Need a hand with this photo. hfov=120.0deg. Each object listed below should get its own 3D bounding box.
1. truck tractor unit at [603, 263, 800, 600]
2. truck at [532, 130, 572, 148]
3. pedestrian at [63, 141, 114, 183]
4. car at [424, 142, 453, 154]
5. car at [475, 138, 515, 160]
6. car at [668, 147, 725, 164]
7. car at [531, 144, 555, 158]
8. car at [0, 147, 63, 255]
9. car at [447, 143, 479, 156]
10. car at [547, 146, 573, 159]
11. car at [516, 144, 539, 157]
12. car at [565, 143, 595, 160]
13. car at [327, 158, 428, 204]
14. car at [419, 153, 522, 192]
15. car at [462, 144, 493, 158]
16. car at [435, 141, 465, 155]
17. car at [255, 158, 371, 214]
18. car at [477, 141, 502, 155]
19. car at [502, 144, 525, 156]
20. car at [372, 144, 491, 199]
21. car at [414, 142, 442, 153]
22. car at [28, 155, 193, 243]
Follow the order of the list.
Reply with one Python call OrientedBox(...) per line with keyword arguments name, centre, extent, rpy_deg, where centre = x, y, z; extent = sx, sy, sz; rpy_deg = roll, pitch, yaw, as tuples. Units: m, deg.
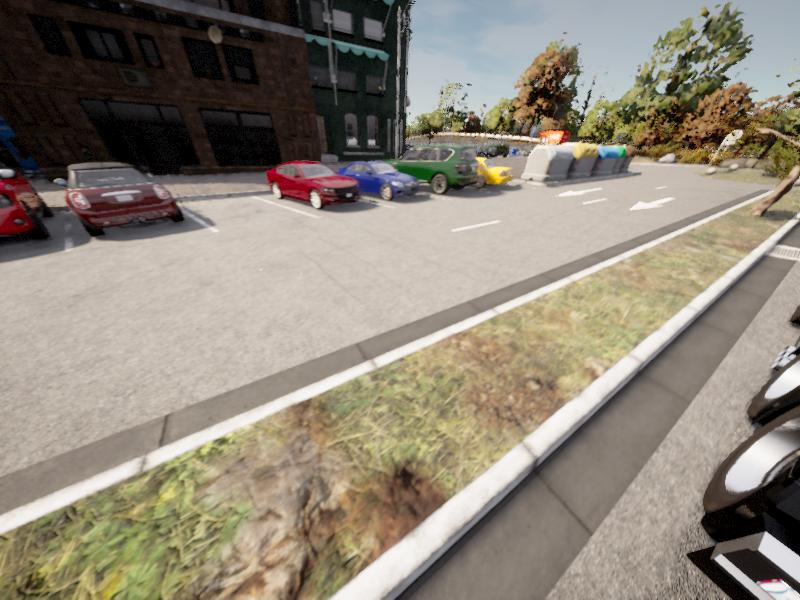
OrientedBox(name="truck tractor unit", centre=(5.107, -0.303, 0.794), extent=(6.516, 4.208, 3.053), rpy_deg=(-18, 38, -24))
OrientedBox(name="truck", centre=(28.802, -30.683, 44.061), extent=(2.627, 2.467, 5.204), rpy_deg=(-16, 41, -25))
OrientedBox(name="pedestrian", centre=(-16.639, -7.415, 12.422), extent=(0.751, 1.860, 0.751), rpy_deg=(-19, 39, -28))
OrientedBox(name="car", centre=(6.406, -24.898, 37.900), extent=(1.946, 1.575, 5.366), rpy_deg=(26, 42, 32))
OrientedBox(name="car", centre=(12.060, -19.089, 29.153), extent=(2.435, 2.045, 5.566), rpy_deg=(27, 42, 32))
OrientedBox(name="car", centre=(38.593, -18.902, 30.184), extent=(1.851, 1.617, 3.988), rpy_deg=(-14, 39, -22))
OrientedBox(name="car", centre=(24.587, -25.534, 39.641), extent=(2.185, 1.767, 4.553), rpy_deg=(27, 40, 32))
OrientedBox(name="car", centre=(-11.625, -2.760, 6.063), extent=(5.566, 2.045, 2.435), rpy_deg=(25, 41, 32))
OrientedBox(name="car", centre=(9.175, -21.853, 33.547), extent=(2.231, 1.521, 4.892), rpy_deg=(27, 42, 32))
OrientedBox(name="car", centre=(26.084, -23.929, 37.571), extent=(2.231, 1.521, 4.892), rpy_deg=(27, 41, 31))
OrientedBox(name="car", centre=(23.157, -27.068, 41.840), extent=(2.185, 1.767, 4.553), rpy_deg=(27, 41, 31))
OrientedBox(name="car", centre=(27.574, -22.640, 35.289), extent=(2.435, 2.045, 5.566), rpy_deg=(27, 40, 32))
OrientedBox(name="car", centre=(-1.189, -5.909, 11.186), extent=(4.674, 1.452, 2.002), rpy_deg=(25, 41, 32))
OrientedBox(name="car", centre=(3.911, -7.721, 13.723), extent=(5.366, 1.575, 1.946), rpy_deg=(25, 42, 32))
OrientedBox(name="car", centre=(10.622, -20.343, 31.455), extent=(2.002, 1.452, 4.674), rpy_deg=(27, 42, 32))
OrientedBox(name="car", centre=(7.715, -23.427, 35.575), extent=(2.185, 1.767, 4.553), rpy_deg=(26, 42, 32))
OrientedBox(name="car", centre=(-3.817, -5.094, 9.927), extent=(5.008, 1.535, 2.097), rpy_deg=(25, 41, 32))
OrientedBox(name="car", centre=(18.697, -31.684, 48.216), extent=(2.435, 2.045, 5.566), rpy_deg=(27, 41, 32))
OrientedBox(name="car", centre=(21.674, -28.580, 44.003), extent=(2.185, 1.767, 4.553), rpy_deg=(27, 41, 32))
OrientedBox(name="car", centre=(1.403, -7.008, 12.264), extent=(5.566, 2.045, 2.435), rpy_deg=(25, 42, 32))
OrientedBox(name="car", centre=(4.848, -26.292, 39.893), extent=(2.231, 1.521, 4.892), rpy_deg=(27, 42, 32))
OrientedBox(name="car", centre=(-9.022, -3.494, 7.361), extent=(4.553, 1.767, 2.185), rpy_deg=(25, 42, 32))
